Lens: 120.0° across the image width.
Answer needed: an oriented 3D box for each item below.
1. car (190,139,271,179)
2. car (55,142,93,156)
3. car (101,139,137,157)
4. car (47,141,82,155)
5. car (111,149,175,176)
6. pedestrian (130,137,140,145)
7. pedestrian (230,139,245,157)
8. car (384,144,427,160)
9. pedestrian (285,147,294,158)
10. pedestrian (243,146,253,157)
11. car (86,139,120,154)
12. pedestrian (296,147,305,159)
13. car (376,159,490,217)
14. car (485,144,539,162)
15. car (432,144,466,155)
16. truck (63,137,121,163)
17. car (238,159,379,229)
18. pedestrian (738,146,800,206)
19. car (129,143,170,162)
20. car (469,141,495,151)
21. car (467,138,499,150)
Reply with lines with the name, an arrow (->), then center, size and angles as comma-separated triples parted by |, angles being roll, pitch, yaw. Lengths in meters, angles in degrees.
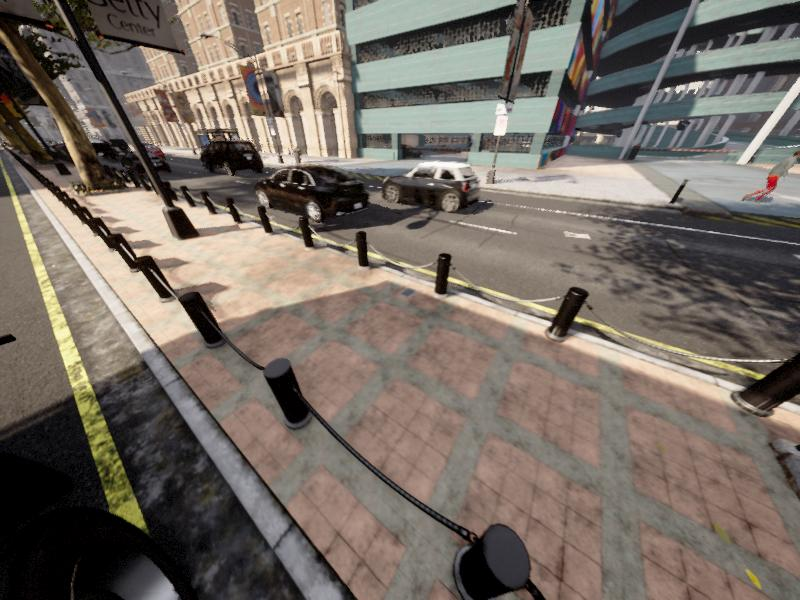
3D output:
car -> -12.185, -10.254, 16.594 | 5.566, 2.045, 2.150 | 22, 41, 28
car -> -44.881, -20.804, 31.772 | 4.902, 1.511, 2.128 | 22, 41, 28
car -> -37.973, -20.621, 31.234 | 3.866, 1.878, 1.905 | 22, 41, 28
car -> -52.375, -23.767, 36.064 | 5.027, 1.651, 2.152 | 22, 41, 28
car -> -19.121, -10.321, 17.219 | 4.181, 1.385, 1.994 | 22, 41, 28
pedestrian -> -70.131, -42.007, 61.053 | 0.751, 1.860, 0.751 | -5, 36, -8
pedestrian -> -20.070, -18.815, 28.532 | 0.751, 1.860, 0.751 | 22, 41, 28
car -> 0.643, -18.462, 28.664 | 4.786, 1.482, 2.161 | 22, 41, 28
pedestrian -> -13.034, -17.416, 27.262 | 0.500, 1.100, 0.500 | 11, 36, 14
pedestrian -> -19.000, -18.575, 28.860 | 0.500, 1.100, 0.500 | 14, 37, 18
car -> -46.053, -23.885, 35.818 | 4.605, 1.855, 1.932 | 22, 41, 28
pedestrian -> -11.151, -16.389, 25.818 | 0.500, 1.100, 0.500 | 26, 43, 32
car -> 1.190, -4.602, 9.169 | 3.806, 1.475, 1.970 | 22, 41, 28
car -> 12.513, -16.592, 26.032 | 4.902, 1.511, 2.128 | 22, 41, 28
car -> 7.601, -23.749, 36.305 | 4.718, 1.301, 1.895 | 22, 41, 28
truck -> -33.721, -16.526, 25.279 | 6.274, 2.098, 2.390 | 22, 41, 28
car -> -3.283, -3.963, 8.213 | 4.892, 1.490, 1.837 | 22, 41, 28
pedestrian -> 14.225, -4.661, 8.714 | 0.751, 1.860, 0.751 | 24, 42, 30
car -> -27.510, -16.245, 25.400 | 3.705, 1.549, 1.789 | 22, 41, 28
car -> 17.419, -32.793, 49.142 | 4.514, 1.523, 2.007 | 22, 41, 28
car -> 17.469, -33.094, 48.889 | 5.566, 2.045, 2.435 | 22, 41, 28
